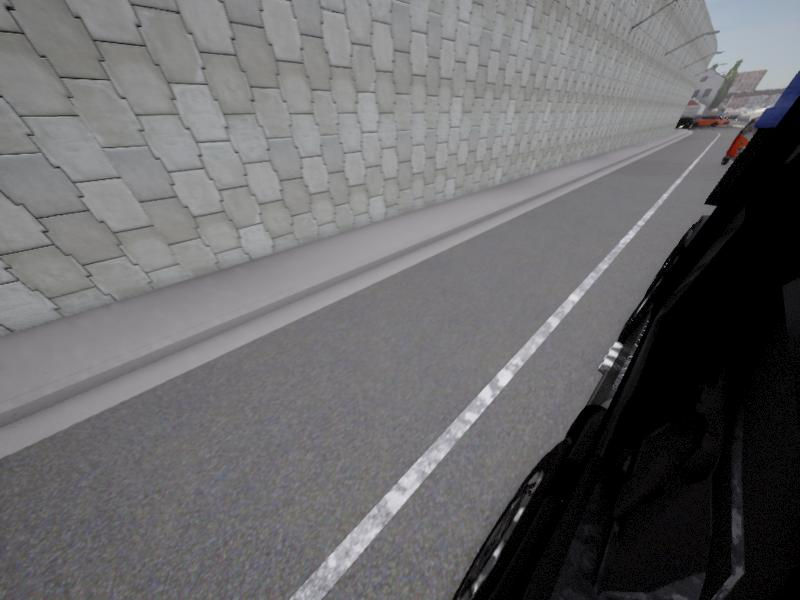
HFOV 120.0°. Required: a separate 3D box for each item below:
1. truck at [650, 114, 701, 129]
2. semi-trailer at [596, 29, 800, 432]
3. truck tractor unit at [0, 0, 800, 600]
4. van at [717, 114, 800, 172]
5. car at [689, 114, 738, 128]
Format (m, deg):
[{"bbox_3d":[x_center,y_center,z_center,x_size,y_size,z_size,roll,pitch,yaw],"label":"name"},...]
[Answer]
[{"bbox_3d":[52.482,-34.212,44.300,2.390,2.098,6.274,-1,37,2],"label":"truck"},{"bbox_3d":[8.785,-3.542,4.144,14.254,4.402,2.717,-27,43,-29],"label":"semi-trailer"},{"bbox_3d":[2.645,-0.295,0.352,6.516,4.208,3.053,-28,44,-30],"label":"truck tractor unit"},{"bbox_3d":[17.572,-7.712,11.195,4.442,1.987,1.775,-29,44,-31],"label":"van"},{"bbox_3d":[56.019,-32.036,41.433,2.097,1.767,4.553,-5,37,-3],"label":"car"}]
